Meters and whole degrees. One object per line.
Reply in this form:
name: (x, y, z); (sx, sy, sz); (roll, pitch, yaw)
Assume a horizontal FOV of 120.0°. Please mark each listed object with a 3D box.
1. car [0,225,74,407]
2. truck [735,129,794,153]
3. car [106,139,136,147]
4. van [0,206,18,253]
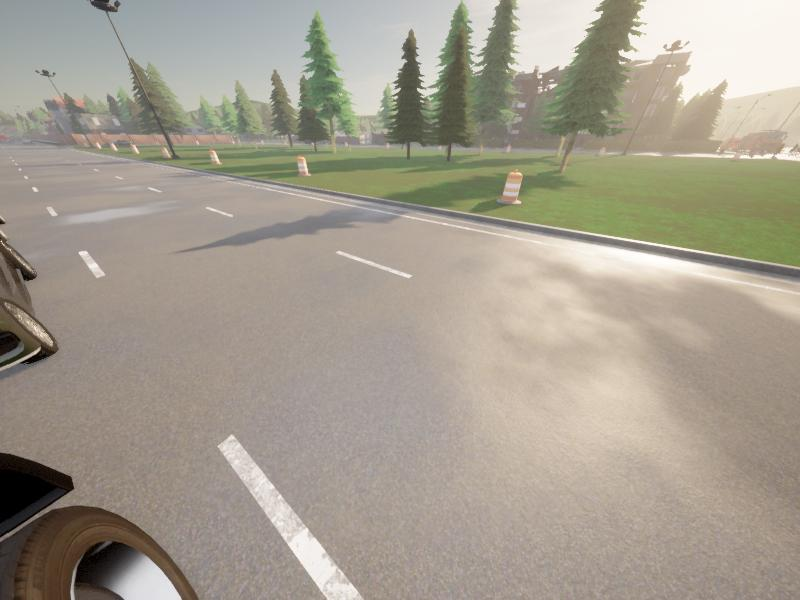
car: (-6.488, -0.146, 2.682); (5.027, 1.651, 2.152); (22, 41, 28)
truck: (75.039, -32.966, 47.952); (2.891, 3.827, 8.468); (22, 40, 28)
car: (-74.201, -41.773, 61.457); (2.007, 1.525, 4.514); (12, 37, 17)
van: (-11.579, -2.365, 5.469); (4.442, 1.987, 1.775); (22, 41, 28)
